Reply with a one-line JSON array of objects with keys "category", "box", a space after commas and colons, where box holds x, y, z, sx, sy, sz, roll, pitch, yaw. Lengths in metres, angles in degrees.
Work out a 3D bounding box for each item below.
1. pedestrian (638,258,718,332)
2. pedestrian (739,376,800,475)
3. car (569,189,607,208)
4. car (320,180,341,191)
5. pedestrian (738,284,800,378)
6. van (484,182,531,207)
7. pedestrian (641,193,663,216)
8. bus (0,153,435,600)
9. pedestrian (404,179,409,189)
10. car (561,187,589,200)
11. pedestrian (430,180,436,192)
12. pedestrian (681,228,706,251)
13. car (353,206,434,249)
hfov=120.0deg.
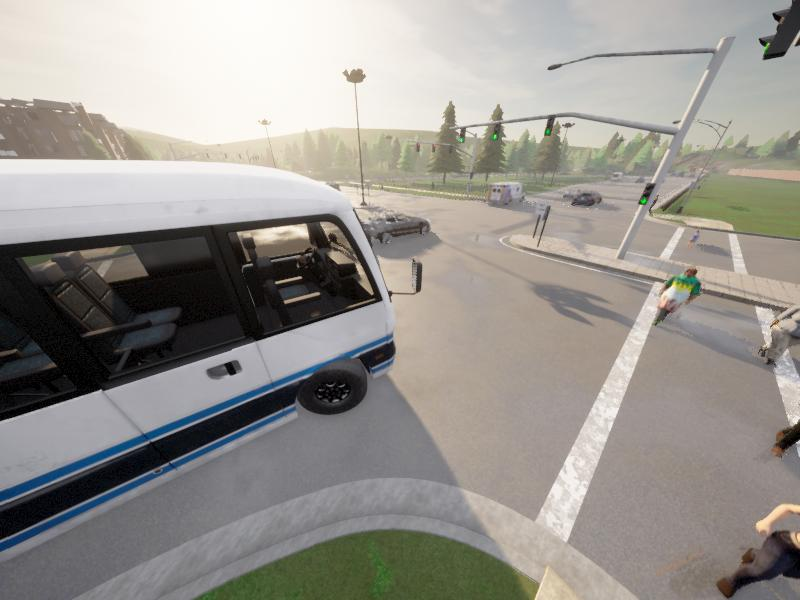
[{"category": "pedestrian", "box": [7.979, -0.137, 6.695, 0.751, 1.860, 0.751, -21, 36, -32]}, {"category": "pedestrian", "box": [6.423, 1.732, 3.456, 0.751, 1.860, 0.751, -18, 34, -28]}, {"category": "car", "box": [23.498, -12.781, 28.835, 4.611, 1.667, 2.242, -23, 37, -34]}, {"category": "car", "box": [-14.549, -24.048, 48.377, 1.930, 1.638, 5.238, -22, 37, -34]}, {"category": "pedestrian", "box": [9.009, 0.700, 5.244, 0.751, 1.860, 0.751, -26, 39, -37]}, {"category": "van", "box": [13.758, -13.574, 29.448, 6.366, 2.431, 2.351, -23, 37, -34]}, {"category": "pedestrian", "box": [23.619, -8.961, 21.694, 0.751, 1.860, 0.751, 24, 37, 35]}, {"category": "bus", "box": [-4.929, 0.651, 2.988, 10.273, 4.253, 3.944, -18, 35, -28]}, {"category": "pedestrian", "box": [1.388, -24.051, 47.809, 0.751, 1.860, 0.751, -20, 35, -30]}, {"category": "car", "box": [26.791, -16.303, 35.307, 4.718, 1.301, 1.895, -23, 37, -34]}, {"category": "pedestrian", "box": [6.005, -20.738, 42.071, 0.751, 1.860, 0.751, -20, 36, -31]}, {"category": "pedestrian", "box": [16.765, -3.464, 13.216, 0.500, 1.100, 0.500, -25, 38, -36]}, {"category": "car", "box": [-0.318, -4.986, 15.381, 5.027, 1.651, 2.152, -23, 37, -34]}]
